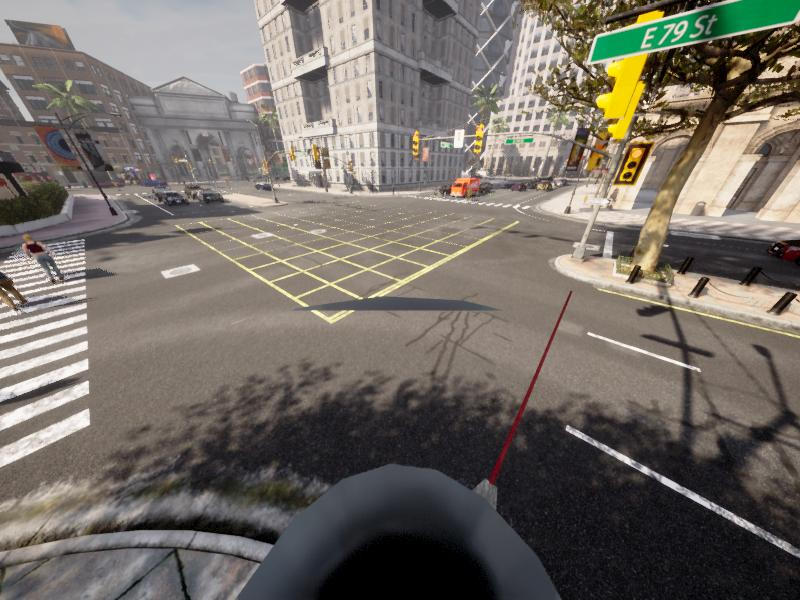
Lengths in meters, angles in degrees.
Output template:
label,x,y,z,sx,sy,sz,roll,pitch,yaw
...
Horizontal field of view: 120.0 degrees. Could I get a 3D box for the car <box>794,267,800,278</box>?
label,x,y,z,sx,sy,sz,roll,pitch,yaw
car,18.275,-0.610,7.532,4.974,1.542,2.038,23,37,34

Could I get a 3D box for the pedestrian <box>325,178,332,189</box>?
label,x,y,z,sx,sy,sz,roll,pitch,yaw
pedestrian,-14.300,-23.307,46.161,0.751,1.860,0.751,25,38,36

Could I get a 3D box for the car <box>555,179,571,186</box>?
label,x,y,z,sx,sy,sz,roll,pitch,yaw
car,39.623,-28.571,56.098,2.033,1.411,5.357,23,37,35

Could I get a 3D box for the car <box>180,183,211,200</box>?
label,x,y,z,sx,sy,sz,roll,pitch,yaw
car,-29.341,-15.610,33.164,4.605,1.855,1.932,23,37,34

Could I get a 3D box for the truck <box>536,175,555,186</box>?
label,x,y,z,sx,sy,sz,roll,pitch,yaw
truck,35.861,-29.371,56.779,2.390,2.098,6.274,23,37,34

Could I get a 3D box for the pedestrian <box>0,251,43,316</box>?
label,x,y,z,sx,sy,sz,roll,pitch,yaw
pedestrian,-12.333,-0.564,7.074,0.751,1.860,0.751,24,38,35

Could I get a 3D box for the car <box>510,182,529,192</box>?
label,x,y,z,sx,sy,sz,roll,pitch,yaw
car,22.317,-21.118,43.108,1.816,1.474,4.193,23,37,34

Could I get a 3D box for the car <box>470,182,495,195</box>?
label,x,y,z,sx,sy,sz,roll,pitch,yaw
car,14.078,-19.007,39.285,1.930,1.638,5.238,23,37,34

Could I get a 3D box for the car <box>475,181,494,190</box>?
label,x,y,z,sx,sy,sz,roll,pitch,yaw
car,17.475,-23.639,47.581,1.994,1.385,4.181,22,37,33

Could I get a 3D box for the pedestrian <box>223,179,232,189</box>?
label,x,y,z,sx,sy,sz,roll,pitch,yaw
pedestrian,-35.247,-23.739,47.213,0.751,1.860,0.751,19,35,29

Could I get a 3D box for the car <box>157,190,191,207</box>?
label,x,y,z,sx,sy,sz,roll,pitch,yaw
car,-26.955,-12.141,27.558,3.806,1.475,1.970,23,37,34

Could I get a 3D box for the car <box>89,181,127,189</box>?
label,x,y,z,sx,sy,sz,roll,pitch,yaw
car,-61.376,-24.230,48.677,4.718,1.301,1.895,-22,37,-33

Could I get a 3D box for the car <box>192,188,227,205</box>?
label,x,y,z,sx,sy,sz,roll,pitch,yaw
car,-24.565,-13.443,29.759,4.974,1.542,2.038,23,37,34

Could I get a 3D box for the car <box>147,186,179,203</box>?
label,x,y,z,sx,sy,sz,roll,pitch,yaw
car,-32.069,-14.368,31.251,5.238,1.638,1.930,23,37,34

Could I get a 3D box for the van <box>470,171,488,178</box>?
label,x,y,z,sx,sy,sz,roll,pitch,yaw
van,31.903,-50.803,93.562,6.366,2.431,2.351,18,35,28

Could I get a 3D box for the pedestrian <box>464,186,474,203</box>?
label,x,y,z,sx,sy,sz,roll,pitch,yaw
pedestrian,8.603,-13.167,28.901,0.751,1.860,0.751,25,38,36

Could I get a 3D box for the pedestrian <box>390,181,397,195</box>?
label,x,y,z,sx,sy,sz,roll,pitch,yaw
pedestrian,-1.030,-17.811,36.641,0.751,1.860,0.751,21,36,32

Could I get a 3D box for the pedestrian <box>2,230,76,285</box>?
label,x,y,z,sx,sy,sz,roll,pitch,yaw
pedestrian,-13.821,-1.638,8.933,0.751,1.860,0.751,25,38,36

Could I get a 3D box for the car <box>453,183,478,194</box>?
label,x,y,z,sx,sy,sz,roll,pitch,yaw
car,11.862,-20.305,41.781,2.033,1.411,5.357,23,37,34

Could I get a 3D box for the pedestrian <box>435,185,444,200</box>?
label,x,y,z,sx,sy,sz,roll,pitch,yaw
pedestrian,5.353,-14.725,31.602,0.751,1.860,0.751,23,37,34

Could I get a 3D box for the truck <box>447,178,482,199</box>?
label,x,y,z,sx,sy,sz,roll,pitch,yaw
truck,9.668,-16.727,34.500,2.627,2.467,5.204,23,37,34

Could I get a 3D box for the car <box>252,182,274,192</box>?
label,x,y,z,sx,sy,sz,roll,pitch,yaw
car,-26.138,-21.609,43.956,3.806,1.475,1.970,23,37,34

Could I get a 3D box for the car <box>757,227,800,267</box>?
label,x,y,z,sx,sy,sz,roll,pitch,yaw
car,20.099,-2.053,10.194,4.181,1.385,1.994,23,37,34

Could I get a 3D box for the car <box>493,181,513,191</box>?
label,x,y,z,sx,sy,sz,roll,pitch,yaw
car,20.552,-22.744,46.030,1.994,1.385,4.181,23,37,34

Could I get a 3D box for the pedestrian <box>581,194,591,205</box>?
label,x,y,z,sx,sy,sz,roll,pitch,yaw
pedestrian,21.227,-11.463,26.406,0.500,1.100,0.500,23,37,34

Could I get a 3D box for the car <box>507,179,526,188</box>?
label,x,y,z,sx,sy,sz,roll,pitch,yaw
car,25.919,-25.941,51.455,2.163,1.488,4.792,23,37,34

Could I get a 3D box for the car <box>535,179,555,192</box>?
label,x,y,z,sx,sy,sz,roll,pitch,yaw
car,27.177,-21.452,43.283,1.932,1.855,4.605,23,37,34

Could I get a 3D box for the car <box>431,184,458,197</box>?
label,x,y,z,sx,sy,sz,roll,pitch,yaw
car,7.196,-17.553,36.916,1.837,1.490,4.892,23,37,34

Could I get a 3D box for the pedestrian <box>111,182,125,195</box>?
label,x,y,z,sx,sy,sz,roll,pitch,yaw
pedestrian,-45.662,-18.084,37.419,0.751,1.860,0.751,26,39,38

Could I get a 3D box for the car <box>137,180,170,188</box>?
label,x,y,z,sx,sy,sz,roll,pitch,yaw
car,-54.952,-26.005,51.604,4.674,1.442,1.812,-7,31,-11

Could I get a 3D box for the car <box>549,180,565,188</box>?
label,x,y,z,sx,sy,sz,roll,pitch,yaw
car,34.935,-25.758,51.324,1.895,1.301,4.718,23,37,34

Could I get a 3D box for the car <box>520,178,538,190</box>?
label,x,y,z,sx,sy,sz,roll,pitch,yaw
car,26.168,-23.563,46.927,1.905,1.878,3.866,23,37,34

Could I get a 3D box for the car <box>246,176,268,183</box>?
label,x,y,z,sx,sy,sz,roll,pitch,yaw
car,-42.426,-35.824,68.463,2.038,1.542,4.974,23,37,34

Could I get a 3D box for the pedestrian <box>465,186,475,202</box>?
label,x,y,z,sx,sy,sz,roll,pitch,yaw
pedestrian,8.986,-13.619,29.686,0.751,1.860,0.751,16,34,26
